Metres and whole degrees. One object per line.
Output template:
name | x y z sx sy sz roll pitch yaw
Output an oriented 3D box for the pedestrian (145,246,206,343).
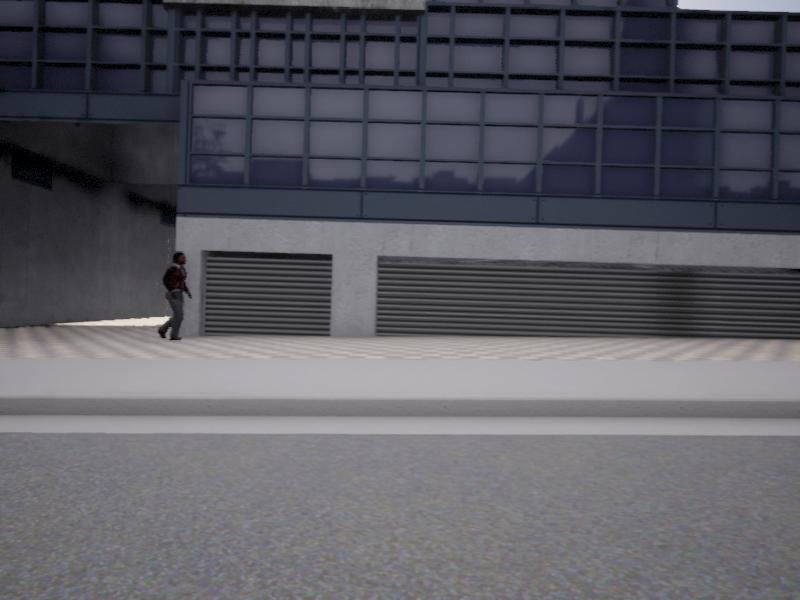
pedestrian | -4.548 -0.108 8.150 0.751 1.860 0.751 2 0 1
